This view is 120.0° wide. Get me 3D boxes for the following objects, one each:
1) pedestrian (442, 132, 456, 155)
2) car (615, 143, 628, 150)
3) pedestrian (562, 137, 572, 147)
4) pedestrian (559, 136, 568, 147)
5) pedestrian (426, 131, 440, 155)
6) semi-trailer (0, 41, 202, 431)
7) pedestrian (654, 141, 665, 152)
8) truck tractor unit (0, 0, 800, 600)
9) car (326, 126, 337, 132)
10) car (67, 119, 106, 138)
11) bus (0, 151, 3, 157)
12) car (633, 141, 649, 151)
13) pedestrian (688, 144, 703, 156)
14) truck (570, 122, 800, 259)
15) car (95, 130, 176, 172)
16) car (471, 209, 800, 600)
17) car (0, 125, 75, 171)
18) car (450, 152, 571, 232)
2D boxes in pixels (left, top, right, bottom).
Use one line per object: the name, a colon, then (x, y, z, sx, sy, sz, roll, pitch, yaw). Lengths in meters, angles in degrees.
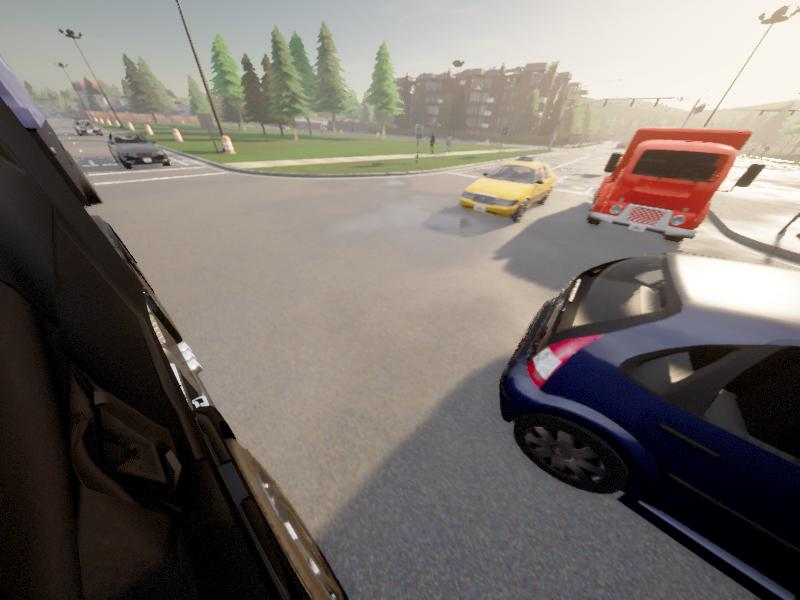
pedestrian: (4.897, -15.718, 23.193, 0.751, 1.860, 0.751, 32, 46, 33)
car: (54.920, -38.087, 57.185, 1.895, 1.301, 4.718, 28, 43, 30)
pedestrian: (36.609, -34.680, 50.668, 0.751, 1.860, 0.751, -13, 40, -21)
pedestrian: (36.010, -34.873, 50.887, 0.751, 1.860, 0.751, -28, 46, -34)
pedestrian: (3.142, -14.998, 22.112, 0.751, 1.860, 0.751, 32, 46, 33)
semi-trailer: (-8.702, -3.601, 4.227, 14.254, 4.402, 2.717, 28, 44, 30)
pedestrian: (53.638, -31.672, 47.748, 0.751, 1.860, 0.751, -24, 44, -31)
truck tractor unit: (-2.645, -0.295, 0.351, 6.516, 4.208, 3.053, 28, 44, 30)
car: (-26.180, -65.302, 88.137, 3.633, 1.501, 1.845, 28, 44, 30)
car: (-35.060, -19.188, 25.850, 3.806, 1.475, 1.970, 28, 44, 30)
bus: (-21.063, -7.495, 8.776, 10.273, 4.253, 3.944, 28, 44, 30)
car: (57.250, -36.636, 54.921, 1.905, 1.878, 3.866, 28, 43, 30)
pedestrian: (55.788, -28.290, 43.612, 0.751, 1.860, 0.751, 20, 40, 21)
truck: (7.663, -3.590, 6.919, 2.627, 2.467, 5.204, 29, 43, 30)
car: (-13.862, -7.886, 12.093, 4.193, 1.474, 1.816, 28, 44, 30)
car: (2.808, 0.954, 1.226, 3.988, 1.617, 1.851, 28, 44, 30)
car: (-18.445, -7.630, 11.420, 4.902, 1.511, 2.128, 28, 44, 30)
car: (4.034, -4.043, 8.023, 1.801, 1.575, 5.366, 29, 44, 30)
